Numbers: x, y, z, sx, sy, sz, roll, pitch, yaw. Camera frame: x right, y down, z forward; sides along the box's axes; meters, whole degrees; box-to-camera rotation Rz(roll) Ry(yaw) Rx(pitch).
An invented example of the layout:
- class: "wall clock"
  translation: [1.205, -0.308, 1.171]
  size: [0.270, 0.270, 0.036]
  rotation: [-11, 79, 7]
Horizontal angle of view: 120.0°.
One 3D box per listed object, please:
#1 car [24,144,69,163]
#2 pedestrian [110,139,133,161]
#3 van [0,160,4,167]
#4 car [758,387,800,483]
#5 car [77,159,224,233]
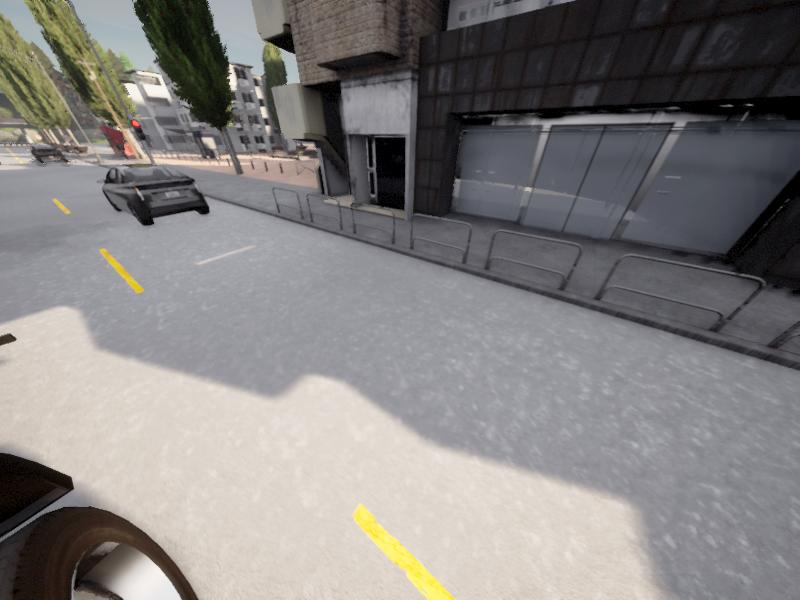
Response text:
- class: "car"
  translation: [-36.870, -15.297, 24.080]
  size: [4.892, 1.490, 1.837]
  rotation: [22, 40, 28]
- class: "pedestrian"
  translation: [-28.746, -15.502, 23.897]
  size: [0.751, 1.860, 0.751]
  rotation: [-28, 44, -34]
- class: "van"
  translation: [-37.596, -13.184, 20.162]
  size: [5.915, 2.561, 1.988]
  rotation: [22, 41, 28]
- class: "car"
  translation: [4.780, 1.738, 0.300]
  size: [4.181, 1.385, 1.994]
  rotation: [22, 41, 28]
- class: "car"
  translation: [-8.470, -3.749, 7.860]
  size: [4.514, 1.525, 2.007]
  rotation: [22, 40, 28]
